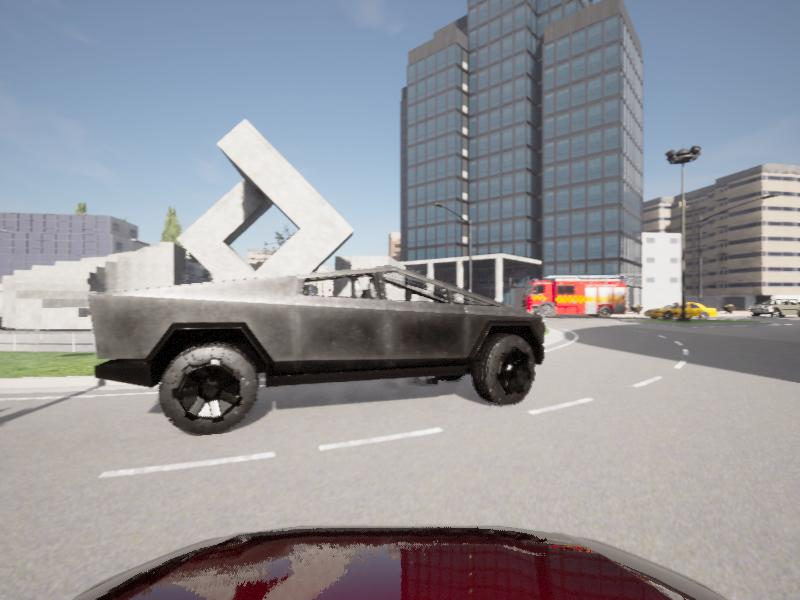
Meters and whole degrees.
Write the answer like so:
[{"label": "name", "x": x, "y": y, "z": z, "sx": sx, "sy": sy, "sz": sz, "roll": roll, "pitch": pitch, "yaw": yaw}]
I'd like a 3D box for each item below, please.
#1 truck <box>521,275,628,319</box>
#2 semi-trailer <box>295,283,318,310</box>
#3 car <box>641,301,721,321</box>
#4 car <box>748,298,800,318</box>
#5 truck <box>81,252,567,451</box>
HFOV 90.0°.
[{"label": "truck", "x": 15.767, "y": -0.262, "z": 36.708, "sx": 8.468, "sy": 3.827, "sz": 2.891, "roll": 0, "pitch": 0, "yaw": 6}, {"label": "semi-trailer", "x": -16.429, "y": -0.538, "z": 71.132, "sx": 2.717, "sy": 4.402, "sz": 14.254, "roll": 0, "pitch": 0, "yaw": -8}, {"label": "car", "x": 22.977, "y": 0.861, "z": 32.838, "sx": 5.366, "sy": 1.575, "sz": 1.801, "roll": 0, "pitch": 0, "yaw": -2}, {"label": "car", "x": 35.417, "y": 0.728, "z": 37.325, "sx": 4.605, "sy": 1.855, "sz": 1.932, "roll": 0, "pitch": 0, "yaw": -8}, {"label": "truck", "x": -0.770, "y": 0.549, "z": 6.355, "sx": 6.274, "sy": 2.098, "sz": 2.390, "roll": 0, "pitch": 0, "yaw": -19}]
